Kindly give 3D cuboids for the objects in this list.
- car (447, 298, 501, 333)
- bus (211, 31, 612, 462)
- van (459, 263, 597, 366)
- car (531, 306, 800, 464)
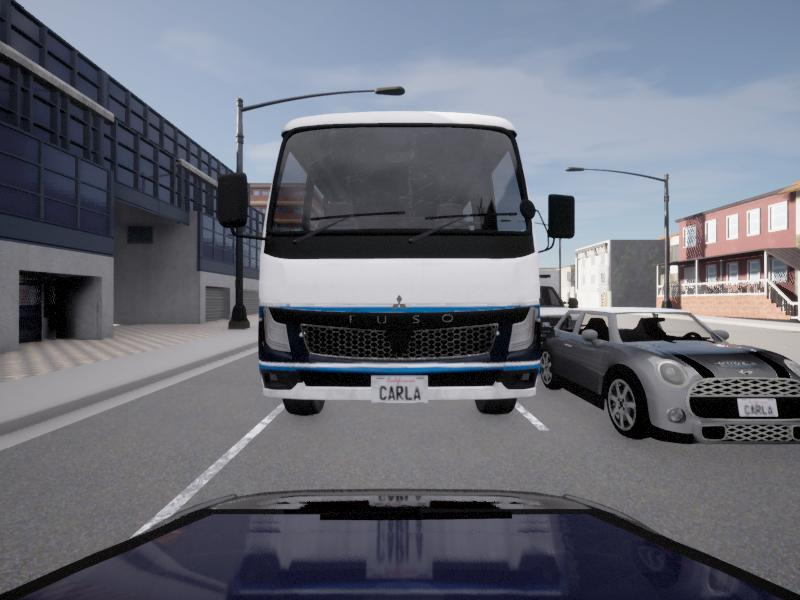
[{"bbox_3d":[3.500,0.683,19.815,1.812,1.442,4.674,0,1,0],"label":"car"},{"bbox_3d":[0.118,-0.566,9.092,3.944,4.253,10.273,0,1,0],"label":"bus"},{"bbox_3d":[3.500,0.309,12.675,2.351,2.431,6.366,0,1,0],"label":"van"},{"bbox_3d":[3.502,0.852,5.780,1.970,1.475,3.806,0,0,0],"label":"car"}]
